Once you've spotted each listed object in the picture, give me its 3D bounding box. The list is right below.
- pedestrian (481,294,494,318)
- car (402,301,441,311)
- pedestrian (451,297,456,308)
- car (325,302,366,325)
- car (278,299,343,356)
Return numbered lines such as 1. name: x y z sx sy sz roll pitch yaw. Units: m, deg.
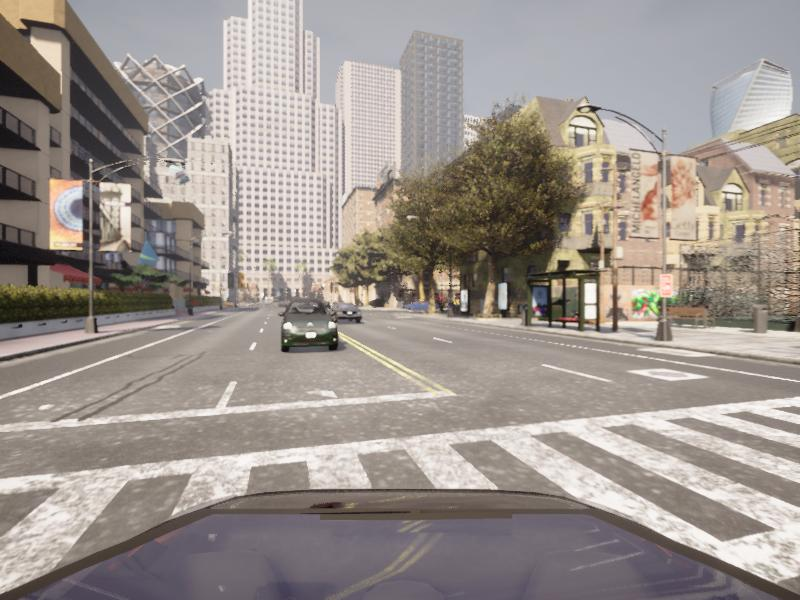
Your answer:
1. pedestrian: 6.959 0.468 31.885 0.751 1.860 0.751 0 0 -15
2. car: 3.103 0.868 58.977 5.357 1.411 2.033 0 0 -10
3. pedestrian: 9.323 0.450 69.922 0.751 1.860 0.751 0 0 -11
4. car: -3.968 0.884 28.158 2.033 1.411 5.357 0 0 -17
5. car: -3.188 0.784 13.619 1.851 1.617 3.988 0 0 -17
